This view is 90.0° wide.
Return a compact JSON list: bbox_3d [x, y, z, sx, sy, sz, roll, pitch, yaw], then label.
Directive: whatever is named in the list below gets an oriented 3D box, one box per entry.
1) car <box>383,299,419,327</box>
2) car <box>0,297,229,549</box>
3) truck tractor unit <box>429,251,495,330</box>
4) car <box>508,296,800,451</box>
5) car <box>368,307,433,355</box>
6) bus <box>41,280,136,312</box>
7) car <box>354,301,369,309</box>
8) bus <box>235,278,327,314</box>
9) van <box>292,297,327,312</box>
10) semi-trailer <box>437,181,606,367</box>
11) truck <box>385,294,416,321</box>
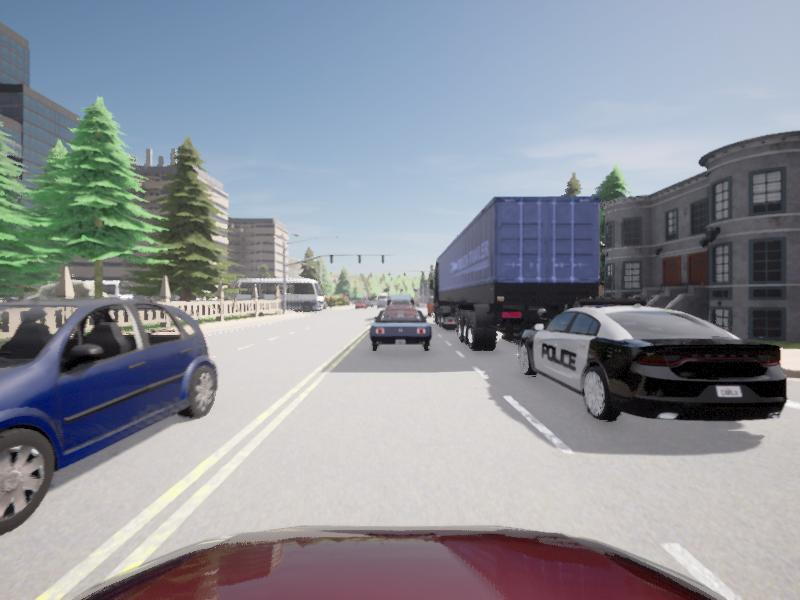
[{"bbox_3d":[0.048,0.791,26.174,2.152,1.651,5.027,0,0,0],"label":"car"},{"bbox_3d":[-3.494,0.790,4.022,1.851,1.617,3.988,0,0,0],"label":"car"},{"bbox_3d":[3.540,-0.513,24.545,3.053,4.208,6.516,0,0,0],"label":"truck tractor unit"},{"bbox_3d":[3.512,0.774,6.850,1.930,1.638,5.238,0,0,0],"label":"car"},{"bbox_3d":[0.026,0.950,13.998,1.895,1.301,4.718,0,0,0],"label":"car"},{"bbox_3d":[-43.703,-0.516,56.386,10.273,4.253,3.944,-1,0,0],"label":"bus"},{"bbox_3d":[-6.934,0.858,72.332,2.007,1.525,4.514,0,0,2],"label":"car"},{"bbox_3d":[-14.529,-0.514,49.554,10.273,4.253,3.944,0,0,0],"label":"bus"},{"bbox_3d":[-12.057,0.621,53.390,4.442,1.987,1.775,0,0,-7],"label":"van"},{"bbox_3d":[3.535,-0.610,16.633,2.717,4.402,14.254,0,0,0],"label":"semi-trailer"},{"bbox_3d":[0.060,0.556,33.665,2.390,2.098,6.274,0,0,0],"label":"truck"}]
